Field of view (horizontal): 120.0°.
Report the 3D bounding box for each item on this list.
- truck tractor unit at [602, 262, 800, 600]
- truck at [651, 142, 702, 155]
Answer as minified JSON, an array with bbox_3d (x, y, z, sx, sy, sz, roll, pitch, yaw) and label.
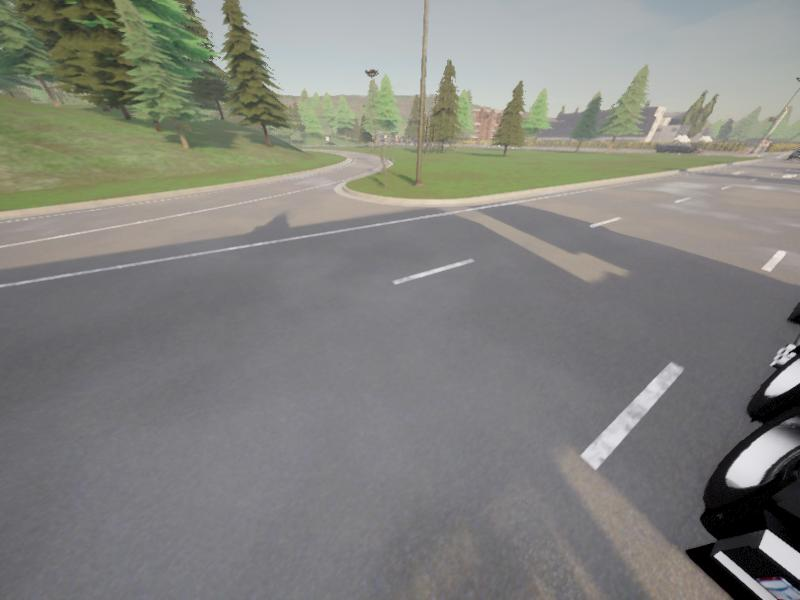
[{"bbox_3d":[5.114,-0.296,0.786,6.516,4.208,3.053,-18,39,-24],"label":"truck tractor unit"},{"bbox_3d":[58.763,-32.364,49.260,2.390,2.098,6.274,-19,39,-25],"label":"truck"}]
